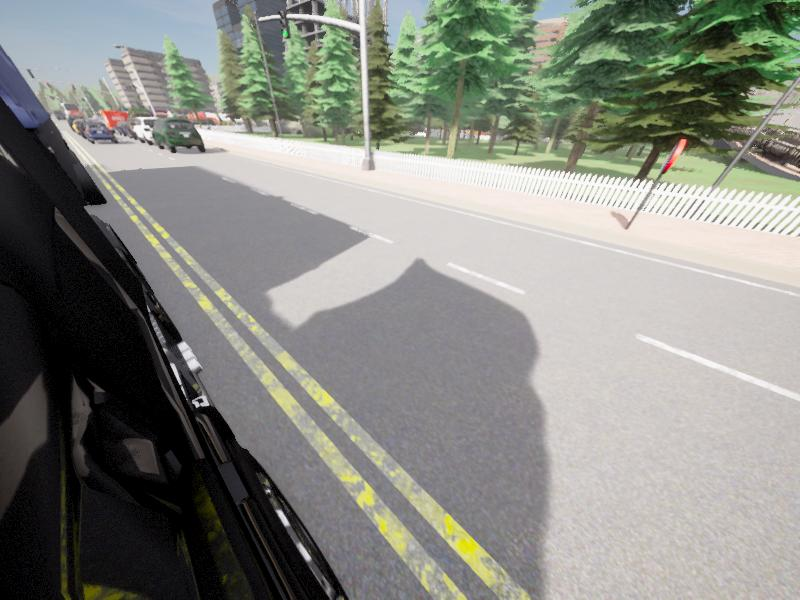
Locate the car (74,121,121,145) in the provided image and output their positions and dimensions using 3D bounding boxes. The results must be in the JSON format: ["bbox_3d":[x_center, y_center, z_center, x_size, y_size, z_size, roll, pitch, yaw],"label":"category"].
[{"bbox_3d":[-26.904,-14.903,20.557,3.705,1.549,1.789,28,44,30],"label":"car"}]

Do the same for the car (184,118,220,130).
[{"bbox_3d":[-45.484,-40.491,53.174,2.150,2.045,5.566,27,43,29],"label":"car"}]

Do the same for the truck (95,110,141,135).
[{"bbox_3d":[-38.262,-24.086,31.344,5.204,2.467,2.627,28,44,30],"label":"truck"}]

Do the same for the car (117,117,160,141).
[{"bbox_3d":[-28.399,-18.572,25.097,4.605,1.855,1.932,28,44,30],"label":"car"}]

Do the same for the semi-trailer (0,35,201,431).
[{"bbox_3d":[-8.658,-3.634,4.264,14.254,4.402,2.717,29,44,30],"label":"semi-trailer"}]

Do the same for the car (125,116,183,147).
[{"bbox_3d":[-22.850,-15.675,21.438,5.566,2.045,2.150,28,44,30],"label":"car"}]

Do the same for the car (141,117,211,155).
[{"bbox_3d":[-17.259,-12.692,17.806,5.566,2.045,2.150,28,44,30],"label":"car"}]

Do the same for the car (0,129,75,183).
[{"bbox_3d":[-15.552,-6.038,9.510,3.806,1.475,1.970,28,44,30],"label":"car"}]

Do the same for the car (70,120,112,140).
[{"bbox_3d":[-31.740,-17.453,23.724,4.193,1.474,1.816,28,44,30],"label":"car"}]

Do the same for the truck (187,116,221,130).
[{"bbox_3d":[-47.233,-42.752,55.742,2.627,2.467,5.204,27,43,29],"label":"truck"}]

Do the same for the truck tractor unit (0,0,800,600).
[{"bbox_3d":[-2.645,-0.295,0.351,6.516,4.208,3.053,28,44,30],"label":"truck tractor unit"}]

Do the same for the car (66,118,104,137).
[{"bbox_3d":[-37.080,-20.351,27.168,5.366,1.575,1.801,28,44,30],"label":"car"}]

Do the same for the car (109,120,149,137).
[{"bbox_3d":[-33.402,-21.083,28.466,4.792,1.488,2.163,28,44,30],"label":"car"}]
